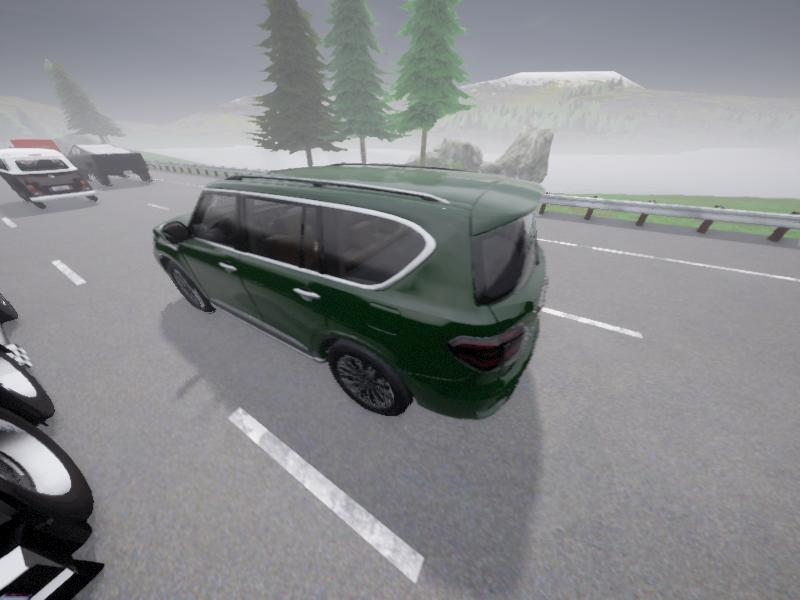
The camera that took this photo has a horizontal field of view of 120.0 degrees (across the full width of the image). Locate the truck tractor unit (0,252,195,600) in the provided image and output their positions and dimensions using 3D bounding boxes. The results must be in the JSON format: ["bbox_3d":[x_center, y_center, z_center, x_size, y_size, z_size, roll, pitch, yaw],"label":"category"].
[{"bbox_3d":[-5.091,-0.320,0.808,6.516,4.208,3.053,19,39,25],"label":"truck tractor unit"}]

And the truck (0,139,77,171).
[{"bbox_3d":[-35.687,-14.460,22.877,5.204,2.467,2.627,18,39,24],"label":"truck"}]

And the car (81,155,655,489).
[{"bbox_3d":[-1.130,-0.658,3.162,5.566,2.045,2.150,18,39,24],"label":"car"}]

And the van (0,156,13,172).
[{"bbox_3d":[-37.230,-12.265,20.093,4.480,2.038,2.069,12,37,18],"label":"van"}]

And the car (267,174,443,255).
[{"bbox_3d":[-1.374,-2.739,6.808,4.718,1.301,1.895,18,39,24],"label":"car"}]

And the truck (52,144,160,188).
[{"bbox_3d":[-19.103,-8.866,15.038,6.274,2.098,2.390,18,39,24],"label":"truck"}]

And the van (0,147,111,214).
[{"bbox_3d":[-15.472,-5.338,10.000,4.480,2.038,2.069,18,39,24],"label":"van"}]
